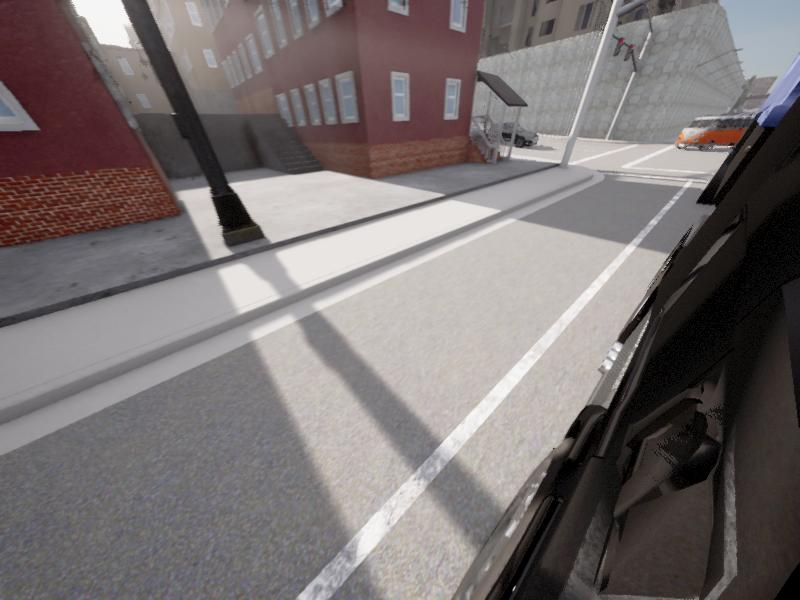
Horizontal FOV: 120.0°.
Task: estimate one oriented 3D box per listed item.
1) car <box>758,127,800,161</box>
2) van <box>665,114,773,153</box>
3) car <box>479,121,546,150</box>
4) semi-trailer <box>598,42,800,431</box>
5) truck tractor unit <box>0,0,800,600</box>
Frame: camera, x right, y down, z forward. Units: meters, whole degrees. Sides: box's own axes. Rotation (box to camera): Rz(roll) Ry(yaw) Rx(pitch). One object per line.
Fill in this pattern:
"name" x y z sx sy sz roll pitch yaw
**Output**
"car" 22.082 -7.678 11.441 1.994 1.385 4.181 -11 38 -11
"van" 22.412 -11.822 16.422 4.442 1.987 1.775 -6 38 -5
"car" 9.968 -14.934 20.851 2.033 1.649 4.856 -28 49 -30
"semi-trailer" 8.697 -3.599 4.239 14.254 4.402 2.717 -28 44 -30
"truck tractor unit" 2.645 -0.295 0.351 6.516 4.208 3.053 -28 44 -30
